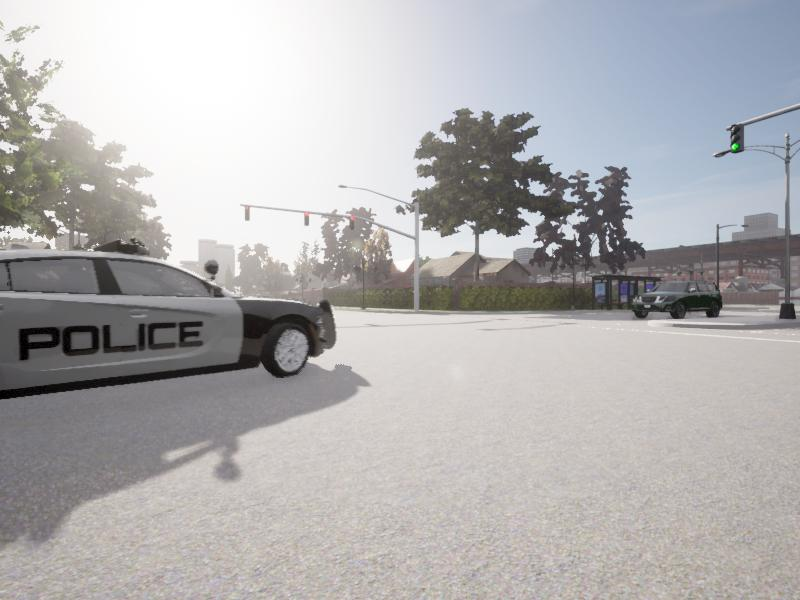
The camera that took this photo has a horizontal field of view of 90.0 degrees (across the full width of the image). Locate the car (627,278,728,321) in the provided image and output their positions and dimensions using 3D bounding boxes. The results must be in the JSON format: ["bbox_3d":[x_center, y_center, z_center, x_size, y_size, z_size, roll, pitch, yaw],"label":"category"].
[{"bbox_3d":[14.975,-0.032,21.536,5.566,2.045,2.150,0,0,-28],"label":"car"}]

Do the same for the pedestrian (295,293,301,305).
[{"bbox_3d":[-16.067,-0.108,63.055,0.751,1.860,0.751,0,0,-27],"label":"pedestrian"}]

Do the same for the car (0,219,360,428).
[{"bbox_3d":[-3.083,0.171,4.601,1.930,1.638,5.238,1,1,43],"label":"car"}]

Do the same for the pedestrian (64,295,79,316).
[{"bbox_3d":[-16.895,0.272,20.598,0.500,1.100,0.500,0,0,-28],"label":"pedestrian"}]

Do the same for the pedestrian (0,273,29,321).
[{"bbox_3d":[-15.278,-0.112,15.753,0.751,1.860,0.751,0,0,-18],"label":"pedestrian"}]
